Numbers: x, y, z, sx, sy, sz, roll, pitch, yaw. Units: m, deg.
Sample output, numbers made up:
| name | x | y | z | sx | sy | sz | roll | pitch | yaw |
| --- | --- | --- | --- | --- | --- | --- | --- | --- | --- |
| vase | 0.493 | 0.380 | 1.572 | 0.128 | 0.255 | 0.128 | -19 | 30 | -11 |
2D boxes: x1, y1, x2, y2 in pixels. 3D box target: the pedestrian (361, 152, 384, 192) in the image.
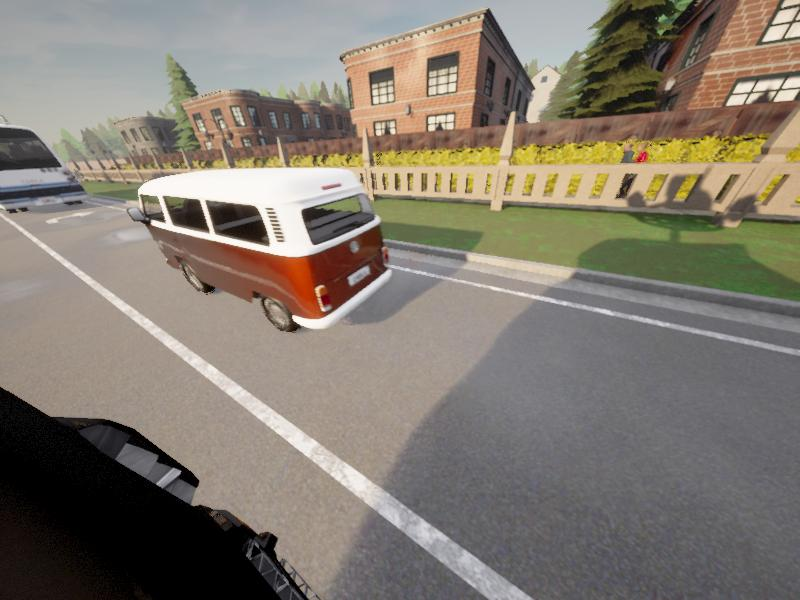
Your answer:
| name | x | y | z | sx | sy | sz | roll | pitch | yaw |
| --- | --- | --- | --- | --- | --- | --- | --- | --- | --- |
| pedestrian | -1.468 | -7.004 | 12.693 | 0.751 | 1.860 | 0.751 | 15 | 38 | 25 |

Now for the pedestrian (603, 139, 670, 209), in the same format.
| name | x | y | z | sx | sy | sz | roll | pitch | yaw |
| --- | --- | --- | --- | --- | --- | --- | --- | --- | --- |
| pedestrian | 7.453 | -3.993 | 7.403 | 0.751 | 1.860 | 0.751 | 15 | 38 | 25 |

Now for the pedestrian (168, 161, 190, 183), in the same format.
| name | x | y | z | sx | sy | sz | roll | pitch | yaw |
| --- | --- | --- | --- | --- | --- | --- | --- | --- | --- |
| pedestrian | -22.795 | -13.227 | 23.868 | 0.751 | 1.860 | 0.751 | 16 | 38 | 26 |

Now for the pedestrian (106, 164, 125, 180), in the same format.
| name | x | y | z | sx | sy | sz | roll | pitch | yaw |
| --- | --- | --- | --- | --- | --- | --- | --- | --- | --- |
| pedestrian | -40.734 | -18.356 | 33.107 | 0.751 | 1.860 | 0.751 | 15 | 37 | 25 |

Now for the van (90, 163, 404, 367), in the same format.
| name | x | y | z | sx | sy | sz | roll | pitch | yaw |
| --- | --- | --- | --- | --- | --- | --- | --- | --- | --- |
| van | -2.429 | -1.088 | 3.989 | 4.480 | 2.038 | 2.069 | 16 | 38 | 26 |

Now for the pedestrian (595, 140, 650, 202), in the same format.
| name | x | y | z | sx | sy | sz | roll | pitch | yaw |
| --- | --- | --- | --- | --- | --- | --- | --- | --- | --- |
| pedestrian | 7.853 | -4.583 | 8.262 | 0.751 | 1.860 | 0.751 | 17 | 38 | 27 |

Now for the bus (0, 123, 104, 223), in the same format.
| name | x | y | z | sx | sy | sz | roll | pitch | yaw |
| --- | --- | --- | --- | --- | --- | --- | --- | --- | --- |
| bus | -24.599 | -8.144 | 14.507 | 10.273 | 4.253 | 3.944 | 17 | 38 | 25 |
